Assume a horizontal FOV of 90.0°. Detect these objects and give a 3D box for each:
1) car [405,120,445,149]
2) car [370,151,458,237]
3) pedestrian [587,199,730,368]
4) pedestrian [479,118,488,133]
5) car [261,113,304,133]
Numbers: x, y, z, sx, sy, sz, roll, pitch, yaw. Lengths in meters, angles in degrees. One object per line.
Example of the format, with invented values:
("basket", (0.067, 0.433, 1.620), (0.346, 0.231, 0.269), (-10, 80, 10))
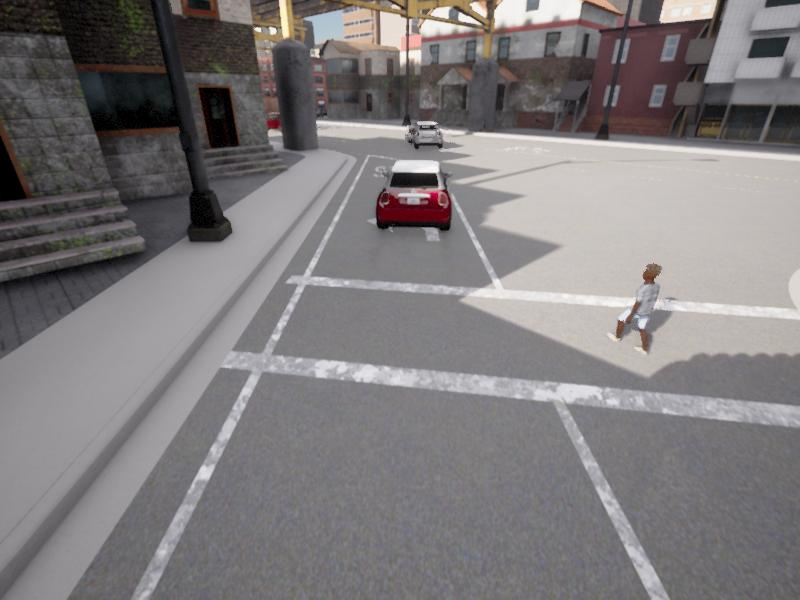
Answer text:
("car", (1.569, -11.052, 26.609), (1.970, 1.475, 3.806), (-3, 27, -7))
("car", (0.460, -3.053, 10.990), (1.970, 1.475, 3.806), (2, 27, 4))
("pedestrian", (3.094, -0.204, 4.957), (0.751, 1.860, 0.751), (-8, 28, -16))
("pedestrian", (7.056, -14.705, 33.774), (0.500, 1.100, 0.500), (21, 34, 35))
("car", (-10.989, -16.481, 37.200), (1.816, 1.474, 4.193), (-24, 36, -39))
